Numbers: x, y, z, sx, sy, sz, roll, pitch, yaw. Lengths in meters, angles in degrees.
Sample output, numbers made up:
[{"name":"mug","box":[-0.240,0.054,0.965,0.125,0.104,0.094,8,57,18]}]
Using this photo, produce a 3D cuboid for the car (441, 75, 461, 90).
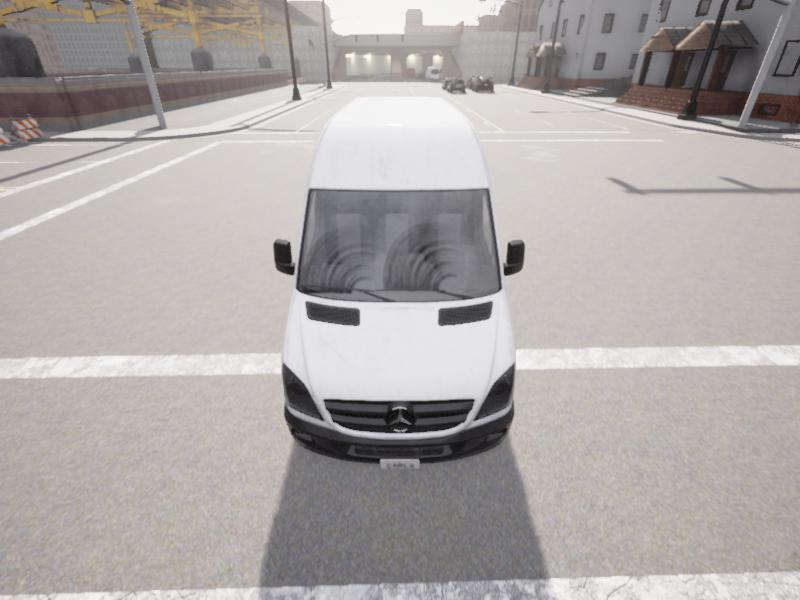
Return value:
[{"name":"car","box":[6.885,-29.808,54.856,1.930,1.638,5.238,-1,31,-1]}]

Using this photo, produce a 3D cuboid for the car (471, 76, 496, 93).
[{"name":"car","box":[10.388,-27.024,50.114,2.242,1.667,4.611,0,31,0]}]

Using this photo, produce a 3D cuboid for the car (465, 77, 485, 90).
[{"name":"car","box":[10.495,-30.358,55.990,1.812,1.442,4.674,-1,31,-1]}]

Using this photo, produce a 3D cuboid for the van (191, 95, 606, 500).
[{"name":"van","box":[-0.014,-0.996,5.116,1.988,2.561,5.915,0,30,0]}]

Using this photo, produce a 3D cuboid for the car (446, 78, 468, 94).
[{"name":"car","box":[6.894,-26.157,48.779,2.007,1.525,4.514,0,31,0]}]

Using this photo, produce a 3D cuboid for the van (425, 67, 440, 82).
[{"name":"van","box":[6.377,-44.307,78.511,1.988,2.561,5.915,-2,31,-4]}]
